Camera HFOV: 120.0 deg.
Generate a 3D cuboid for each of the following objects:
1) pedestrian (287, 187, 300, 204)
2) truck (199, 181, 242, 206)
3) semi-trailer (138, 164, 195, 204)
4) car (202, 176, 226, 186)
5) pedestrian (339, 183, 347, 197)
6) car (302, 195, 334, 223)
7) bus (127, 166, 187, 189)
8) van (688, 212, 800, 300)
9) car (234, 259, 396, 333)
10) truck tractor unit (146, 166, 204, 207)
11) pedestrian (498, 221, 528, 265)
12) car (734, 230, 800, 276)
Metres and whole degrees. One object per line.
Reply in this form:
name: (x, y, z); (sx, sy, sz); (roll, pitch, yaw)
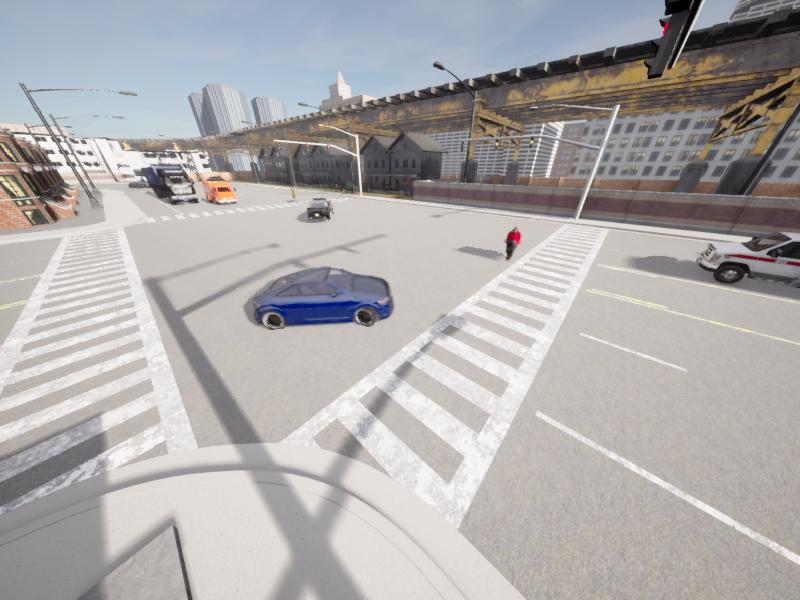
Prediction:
pedestrian: (-13.533, -13.275, 29.387); (0.751, 1.860, 0.751); (16, 33, 25)
truck: (-23.099, -13.766, 29.676); (5.204, 2.467, 2.627); (24, 38, 35)
semi-trailer: (-34.230, -17.133, 33.561); (14.254, 4.402, 2.717); (24, 38, 35)
car: (-47.547, -30.564, 59.194); (5.566, 2.045, 2.150); (15, 33, 25)
pedestrian: (-8.923, -17.293, 36.299); (0.751, 1.860, 0.751); (17, 34, 27)
car: (-7.471, -8.632, 21.613); (1.930, 1.638, 5.238); (-5, 30, -9)
bus: (-54.175, -27.498, 51.682); (10.273, 4.253, 3.944); (10, 31, 17)
van: (15.664, -1.276, 8.085); (6.366, 2.431, 2.351); (24, 38, 35)
car: (-2.305, -0.230, 7.333); (4.181, 1.385, 1.994); (-3, 30, -4)
truck tractor unit: (-28.282, -14.437, 29.087); (6.516, 4.208, 3.053); (23, 37, 35)
pedestrian: (5.448, -2.756, 11.168); (0.751, 1.860, 0.751); (22, 36, 32)
car: (19.105, -1.643, 9.755); (5.357, 1.411, 2.033); (24, 38, 35)
